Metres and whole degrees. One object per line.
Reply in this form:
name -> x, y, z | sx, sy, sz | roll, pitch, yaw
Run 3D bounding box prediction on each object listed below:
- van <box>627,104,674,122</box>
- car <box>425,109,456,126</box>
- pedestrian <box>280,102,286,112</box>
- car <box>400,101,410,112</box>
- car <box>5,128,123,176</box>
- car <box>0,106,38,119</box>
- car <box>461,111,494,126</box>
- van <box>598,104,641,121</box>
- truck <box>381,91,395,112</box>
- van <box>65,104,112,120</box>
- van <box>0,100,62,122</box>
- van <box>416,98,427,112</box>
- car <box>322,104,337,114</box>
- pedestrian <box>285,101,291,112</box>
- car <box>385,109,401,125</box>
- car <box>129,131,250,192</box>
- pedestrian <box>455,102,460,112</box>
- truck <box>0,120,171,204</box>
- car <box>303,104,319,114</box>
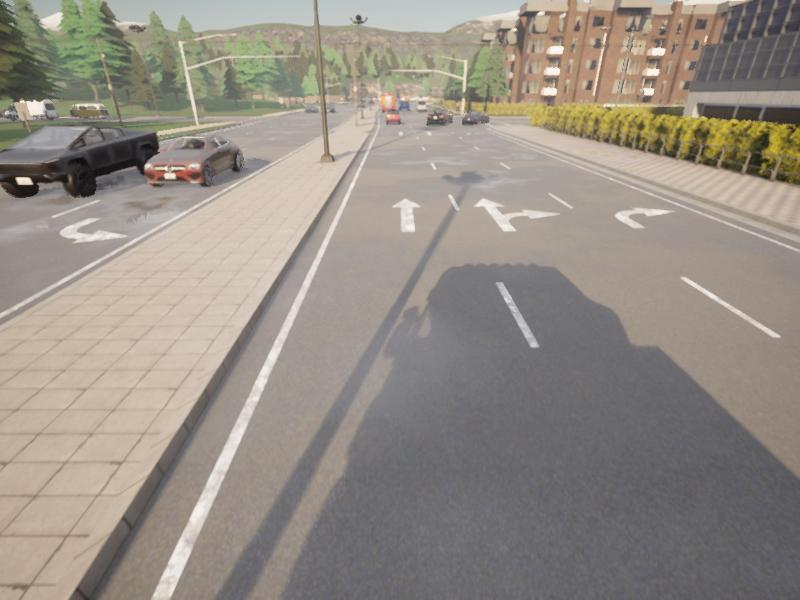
van -> 33.037, -24.673, 52.802 | 4.480, 2.038, 2.069 | 0, 27, 0
car -> 4.774, -21.376, 46.725 | 2.242, 1.667, 4.611 | 10, 29, 19
pedestrian -> -22.442, -36.958, 76.609 | 0.751, 1.860, 0.751 | -2, 27, -4
car -> 1.013, -43.035, 88.745 | 2.150, 2.045, 5.566 | 0, 27, -1
car -> -15.123, -6.885, 18.389 | 1.851, 1.617, 3.988 | 0, 27, -1
car -> -57.349, -27.778, 59.246 | 5.238, 1.638, 1.930 | 0, 27, 0
car -> 9.162, -21.473, 47.254 | 1.994, 1.385, 4.181 | 19, 33, 33
van -> 30.569, -26.261, 55.921 | 4.480, 2.038, 2.069 | 0, 27, 0
truck -> -2.444, -42.442, 85.623 | 2.891, 3.827, 8.468 | 0, 27, -1
van -> -43.578, -26.373, 56.068 | 4.480, 2.038, 2.069 | 0, 27, 0
van -> -48.897, -25.022, 52.819 | 5.915, 2.561, 1.988 | 0, 27, 0
van -> 4.547, -42.130, 86.433 | 1.988, 2.561, 5.915 | 0, 27, -1
car -> -13.845, -37.660, 78.660 | 2.033, 1.649, 4.856 | -1, 27, -1
pedestrian -> -22.628, -39.201, 81.002 | 0.751, 1.860, 0.751 | -1, 27, -2
car -> -0.831, -22.508, 49.009 | 1.851, 1.617, 3.988 | -1, 27, -2
car -> -8.084, -5.725, 16.106 | 2.152, 1.651, 5.027 | 0, 27, -1
pedestrian -> 11.288, -37.966, 78.640 | 0.751, 1.860, 0.751 | -1, 27, -2
truck -> -11.568, -5.369, 14.880 | 2.390, 2.098, 6.274 | 0, 27, -1
car -> -17.306, -37.347, 78.151 | 2.038, 1.542, 4.974 | -1, 27, -1
